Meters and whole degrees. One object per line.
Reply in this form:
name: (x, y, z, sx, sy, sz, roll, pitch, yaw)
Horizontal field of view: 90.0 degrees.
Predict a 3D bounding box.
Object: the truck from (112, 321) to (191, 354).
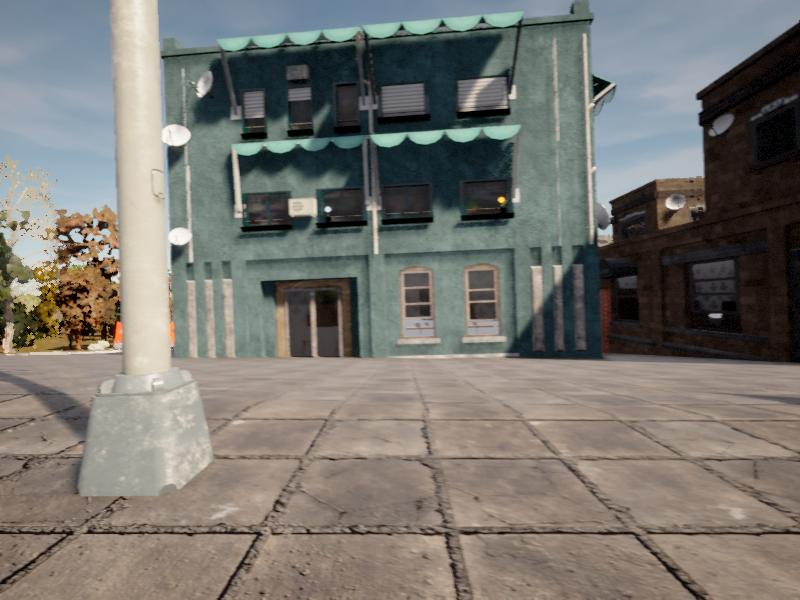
truck: (-20.516, 3.124, 33.364, 2.627, 2.467, 5.204, -2, -6, 12)
